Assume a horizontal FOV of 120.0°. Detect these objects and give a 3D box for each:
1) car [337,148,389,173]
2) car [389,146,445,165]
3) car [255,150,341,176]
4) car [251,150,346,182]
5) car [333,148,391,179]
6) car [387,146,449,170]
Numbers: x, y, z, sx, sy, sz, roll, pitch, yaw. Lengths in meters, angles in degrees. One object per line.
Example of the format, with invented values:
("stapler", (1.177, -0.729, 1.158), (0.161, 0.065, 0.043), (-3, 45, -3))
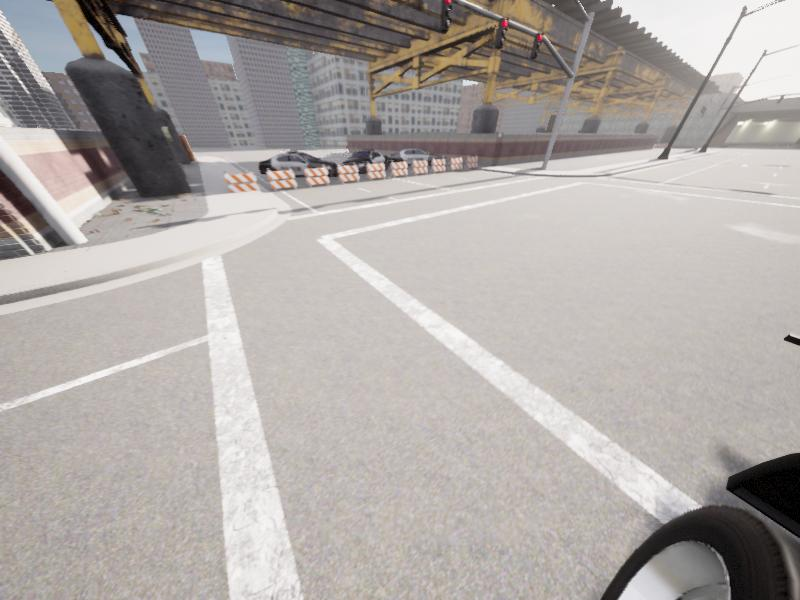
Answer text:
("car", (-2.512, -10.320, 16.889), (1.853, 1.218, 4.536), (11, 37, 15))
("car", (1.363, -12.453, 19.875), (4.536, 1.218, 1.853), (-4, 35, -5))
("car", (-6.348, -8.750, 14.700), (4.536, 1.218, 1.853), (5, 36, 7))
("car", (-6.296, -8.617, 14.784), (4.974, 1.542, 2.038), (5, 36, 7))
("car", (-2.528, -10.163, 16.940), (2.038, 1.542, 4.974), (11, 37, 15))
("car", (1.415, -12.328, 19.971), (4.974, 1.542, 2.038), (-4, 35, -5))
